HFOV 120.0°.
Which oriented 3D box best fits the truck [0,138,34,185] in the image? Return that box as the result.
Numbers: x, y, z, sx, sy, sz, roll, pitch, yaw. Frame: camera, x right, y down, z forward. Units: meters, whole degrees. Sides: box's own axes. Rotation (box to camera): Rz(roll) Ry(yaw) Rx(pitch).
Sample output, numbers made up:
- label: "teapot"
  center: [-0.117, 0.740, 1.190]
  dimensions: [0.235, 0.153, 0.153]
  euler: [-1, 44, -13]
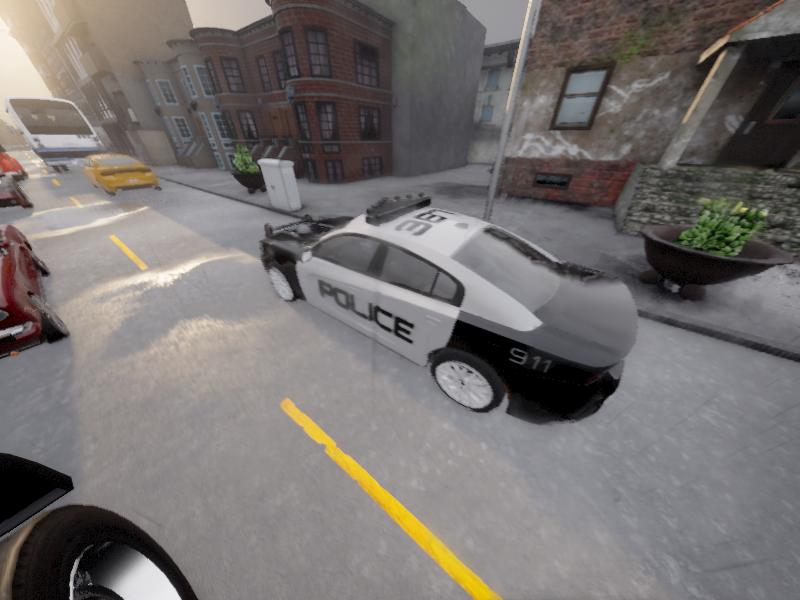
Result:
- label: "truck"
  center: [-24.050, -8.084, 13.043]
  dimensions: [5.204, 2.467, 2.627]
  euler: [22, 41, 29]

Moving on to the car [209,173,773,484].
- label: "car"
  center: [-0.112, -0.543, 3.253]
  dimensions: [5.238, 1.638, 1.930]
  euler: [23, 41, 28]

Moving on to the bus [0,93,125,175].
- label: "bus"
  center: [-27.095, -12.848, 18.210]
  dimensions: [10.273, 4.253, 3.944]
  euler: [23, 41, 29]

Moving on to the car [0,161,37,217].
- label: "car"
  center: [-15.320, -3.977, 8.233]
  dimensions: [4.181, 1.385, 1.994]
  euler: [23, 41, 28]

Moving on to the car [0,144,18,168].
- label: "car"
  center: [-34.573, -12.266, 19.375]
  dimensions: [3.866, 1.878, 1.905]
  euler: [23, 41, 28]

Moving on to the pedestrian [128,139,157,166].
- label: "pedestrian"
  center: [-22.097, -12.662, 19.844]
  dimensions: [0.751, 1.860, 0.751]
  euler: [19, 39, 25]

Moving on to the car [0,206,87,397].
- label: "car"
  center: [-6.318, -0.160, 2.958]
  dimensions: [4.718, 1.301, 1.895]
  euler: [23, 41, 28]

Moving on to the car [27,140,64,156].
- label: "car"
  center: [-47.951, -20.563, 31.257]
  dimensions: [4.856, 1.649, 2.033]
  euler: [23, 41, 29]

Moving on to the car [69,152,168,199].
- label: "car"
  center: [-13.801, -6.247, 11.317]
  dimensions: [5.008, 1.535, 1.882]
  euler: [23, 41, 28]
